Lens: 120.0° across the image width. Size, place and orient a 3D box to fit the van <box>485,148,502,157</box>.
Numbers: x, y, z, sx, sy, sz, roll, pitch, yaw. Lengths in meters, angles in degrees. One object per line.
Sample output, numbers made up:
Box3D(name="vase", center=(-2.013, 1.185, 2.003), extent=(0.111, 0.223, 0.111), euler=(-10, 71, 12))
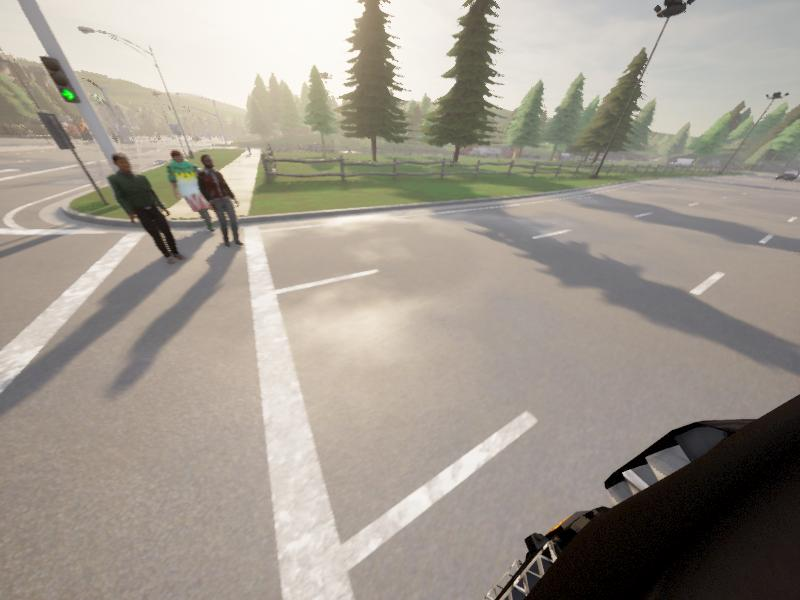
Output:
Box3D(name="van", center=(34.402, -54.325, 84.987), extent=(5.915, 2.561, 1.988), euler=(-16, 38, -26))

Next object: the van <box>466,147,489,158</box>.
Box3D(name="van", center=(23.408, -44.402, 69.495), extent=(6.366, 2.431, 2.351), euler=(-16, 38, -26))

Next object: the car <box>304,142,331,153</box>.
Box3D(name="car", center=(-17.603, -32.507, 49.201), extent=(4.856, 1.649, 2.033), euler=(-16, 38, -26))

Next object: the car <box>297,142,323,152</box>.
Box3D(name="car", center=(-21.065, -35.923, 54.237), extent=(5.027, 1.651, 2.152), euler=(-16, 38, -26))

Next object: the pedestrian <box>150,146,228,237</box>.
Box3D(name="pedestrian", center=(-5.031, -2.632, 5.677), extent=(0.751, 1.860, 0.751), euler=(-16, 38, -26))

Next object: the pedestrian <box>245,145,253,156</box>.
Box3D(name="pedestrian", center=(-17.860, -17.716, 27.397), extent=(0.500, 1.100, 0.500), euler=(-13, 37, -23))

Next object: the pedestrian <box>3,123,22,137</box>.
Box3D(name="pedestrian", center=(-67.958, -29.809, 40.502), extent=(0.751, 1.860, 0.751), euler=(-21, 41, -31))

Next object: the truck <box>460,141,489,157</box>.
Box3D(name="truck", center=(23.492, -47.251, 72.477), extent=(8.468, 3.827, 2.891), euler=(-16, 38, -26))

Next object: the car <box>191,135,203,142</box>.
Box3D(name="car", center=(-63.690, -50.724, 72.406), extent=(1.930, 1.638, 5.238), euler=(-16, 38, -26))

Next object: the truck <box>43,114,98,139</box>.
Box3D(name="truck", center=(-68.902, -36.343, 48.688), extent=(2.891, 3.827, 8.468), euler=(-16, 38, -26))

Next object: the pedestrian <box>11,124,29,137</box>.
Box3D(name="pedestrian", center=(-67.316, -30.075, 40.945), extent=(0.751, 1.860, 0.751), euler=(-19, 40, -29))

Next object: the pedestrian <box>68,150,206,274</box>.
Box3D(name="pedestrian", center=(-4.472, -1.536, 4.097), extent=(0.751, 1.860, 0.751), euler=(18, 37, 21))

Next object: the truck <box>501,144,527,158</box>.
Box3D(name="truck", center=(39.801, -51.850, 80.641), extent=(8.468, 3.827, 2.891), euler=(-16, 38, -26))

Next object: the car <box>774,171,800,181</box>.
Box3D(name="car", center=(68.988, -22.068, 41.015), extent=(4.674, 1.442, 1.812), euler=(-16, 38, -26))

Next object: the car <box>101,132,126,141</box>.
Box3D(name="car", center=(-60.173, -34.385, 48.587), extent=(1.837, 1.490, 4.892), euler=(-16, 38, -26))

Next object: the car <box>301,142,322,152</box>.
Box3D(name="car", center=(-19.679, -34.170, 51.513), extent=(3.988, 1.617, 1.851), euler=(-16, 38, -26))

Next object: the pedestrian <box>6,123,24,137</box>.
Box3D(name="pedestrian", center=(-68.242, -30.117, 40.936), extent=(0.751, 1.860, 0.751), euler=(-20, 41, -31))

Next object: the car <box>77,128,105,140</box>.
Box3D(name="car", center=(-63.761, -34.244, 47.754), extent=(1.905, 1.878, 3.866), euler=(-16, 38, -26))

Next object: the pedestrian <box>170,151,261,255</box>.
Box3D(name="pedestrian", center=(-3.800, -2.049, 4.916), extent=(0.751, 1.860, 0.751), euler=(22, 38, 26))
